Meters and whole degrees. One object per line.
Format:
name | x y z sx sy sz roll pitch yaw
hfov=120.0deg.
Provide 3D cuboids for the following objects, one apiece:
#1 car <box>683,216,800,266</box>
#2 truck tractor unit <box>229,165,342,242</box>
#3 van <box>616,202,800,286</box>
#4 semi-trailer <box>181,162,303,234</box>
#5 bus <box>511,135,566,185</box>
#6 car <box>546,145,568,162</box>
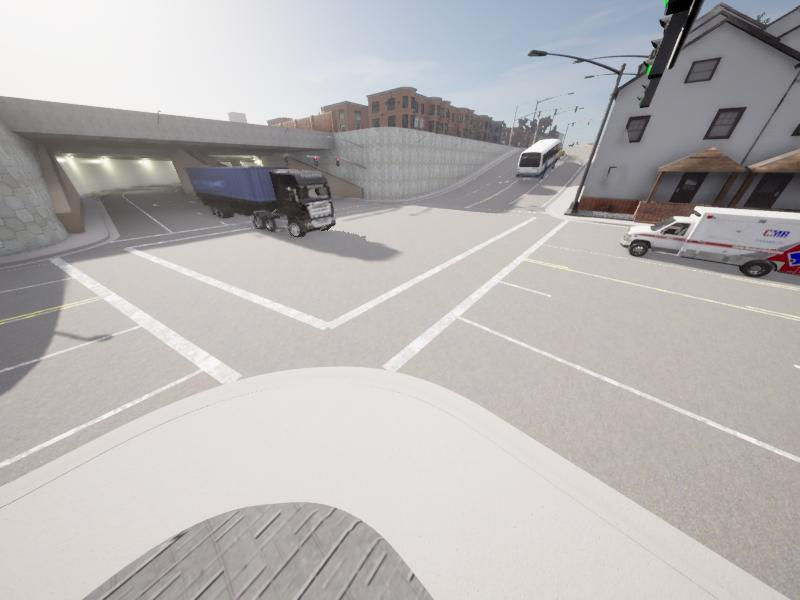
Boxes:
car | 18.599 -3.250 12.332 3.988 1.617 1.851 24 38 35
truck tractor unit | -7.831 -6.934 16.092 6.516 4.208 3.053 17 34 27
van | 14.908 -2.901 10.908 6.366 2.431 2.351 24 38 35
semi-trailer | -14.212 -9.350 20.085 14.254 4.402 2.717 21 36 32
bus | 21.842 -22.115 36.340 3.944 4.253 10.273 24 51 34
car | 28.967 -27.085 42.659 1.801 1.575 5.366 24 51 34
